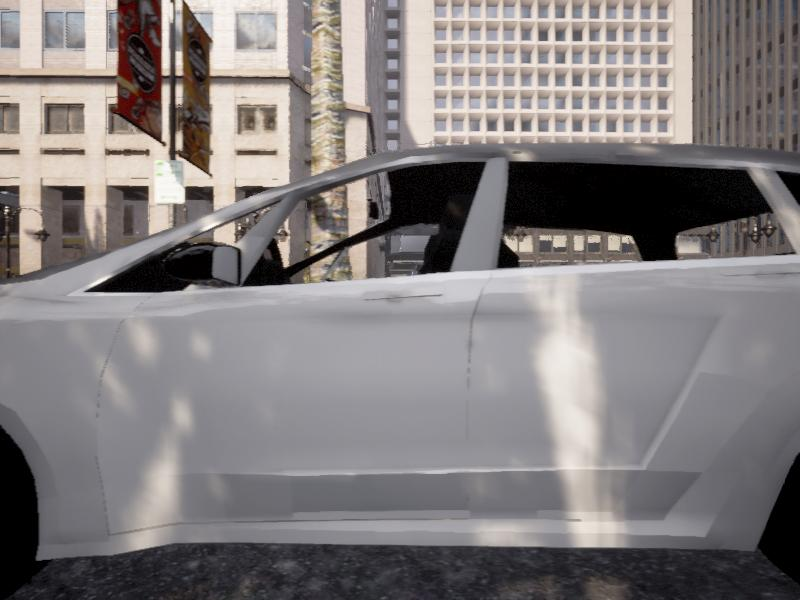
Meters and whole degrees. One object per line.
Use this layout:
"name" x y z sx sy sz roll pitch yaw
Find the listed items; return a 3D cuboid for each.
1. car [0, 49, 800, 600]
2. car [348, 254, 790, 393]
"car" 0.061 0.158 2.206 4.611 1.667 2.242 0 0 0
"car" 1.823 0.253 5.390 4.792 1.488 2.163 0 0 -1
